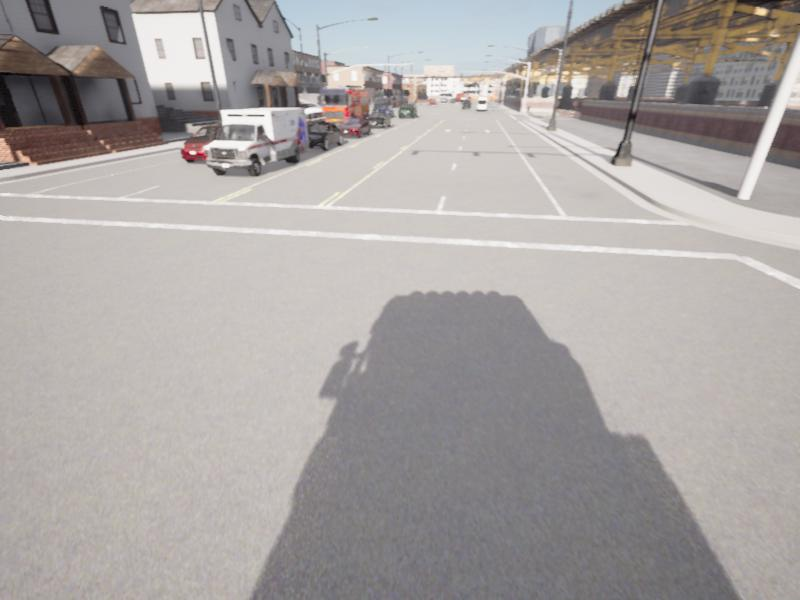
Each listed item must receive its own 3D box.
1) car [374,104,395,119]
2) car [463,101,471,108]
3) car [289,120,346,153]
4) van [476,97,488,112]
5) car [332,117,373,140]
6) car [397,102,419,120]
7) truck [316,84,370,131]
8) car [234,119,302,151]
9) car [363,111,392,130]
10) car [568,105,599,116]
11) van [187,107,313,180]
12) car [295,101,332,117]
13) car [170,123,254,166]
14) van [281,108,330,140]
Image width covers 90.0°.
[{"bbox_3d":[-2.173,-27.307,57.851,2.097,1.767,4.553,4,27,9],"label":"car"},{"bbox_3d":[17.187,-49.987,102.233,1.930,1.638,5.238,5,28,9],"label":"car"},{"bbox_3d":[-5.022,-10.406,25.246,1.837,1.490,4.892,5,28,9],"label":"car"},{"bbox_3d":[16.752,-39.932,81.673,1.988,2.561,5.915,5,28,9],"label":"van"},{"bbox_3d":[-3.700,-13.756,31.912,1.994,1.385,4.181,5,28,10],"label":"car"},{"bbox_3d":[1.168,-26.853,56.687,2.150,2.045,5.566,5,28,9],"label":"car"},{"bbox_3d":[-5.464,-19.595,40.586,2.891,3.827,8.468,5,28,9],"label":"truck"},{"bbox_3d":[-8.408,-10.840,26.061,2.128,1.511,4.902,5,28,9],"label":"car"},{"bbox_3d":[-2.144,-17.930,39.907,1.837,1.490,4.892,5,27,9],"label":"car"},{"bbox_3d":[29.487,-30.499,64.381,4.974,1.542,2.038,-19,33,-32],"label":"car"},{"bbox_3d":[-6.352,-7.357,18.282,2.351,2.431,6.366,5,28,9],"label":"van"},{"bbox_3d":[-13.921,-30.716,64.342,5.357,1.411,2.033,12,28,3],"label":"car"},{"bbox_3d":[-9.483,-8.097,20.611,1.851,1.617,3.988,5,28,9],"label":"car"},{"bbox_3d":[-7.306,-13.969,31.578,2.069,2.038,4.480,5,27,9],"label":"van"}]
